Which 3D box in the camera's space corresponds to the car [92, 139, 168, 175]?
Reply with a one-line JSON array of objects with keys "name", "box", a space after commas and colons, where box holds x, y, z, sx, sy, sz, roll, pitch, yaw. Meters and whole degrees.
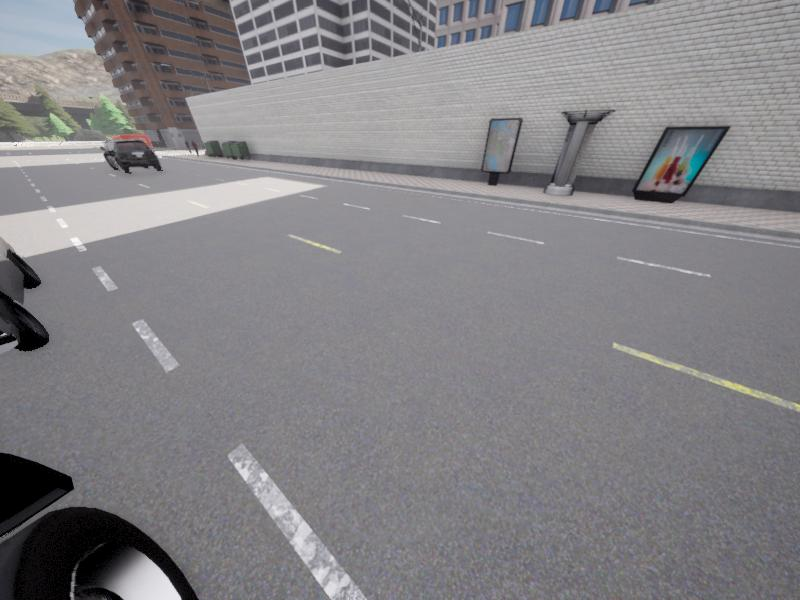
[{"name": "car", "box": [-20.589, -10.996, 17.607, 5.566, 2.045, 2.150, 22, 41, 28]}]

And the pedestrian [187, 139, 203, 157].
[{"name": "pedestrian", "box": [-24.648, -18.312, 27.819, 0.751, 1.860, 0.751, -22, 41, -29]}]

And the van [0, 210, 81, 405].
[{"name": "van", "box": [-6.150, -0.298, 2.542, 4.480, 2.038, 2.069, 22, 41, 30]}]

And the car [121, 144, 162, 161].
[{"name": "car", "box": [-29.459, -16.828, 26.323, 4.193, 1.474, 1.816, 22, 41, 28]}]

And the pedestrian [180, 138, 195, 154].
[{"name": "pedestrian", "box": [-32.041, -23.262, 34.891, 0.751, 1.860, 0.751, 17, 39, 22]}]

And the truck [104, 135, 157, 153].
[{"name": "truck", "box": [-46.808, -27.347, 40.367, 5.204, 2.467, 2.627, -21, 40, -27]}]
